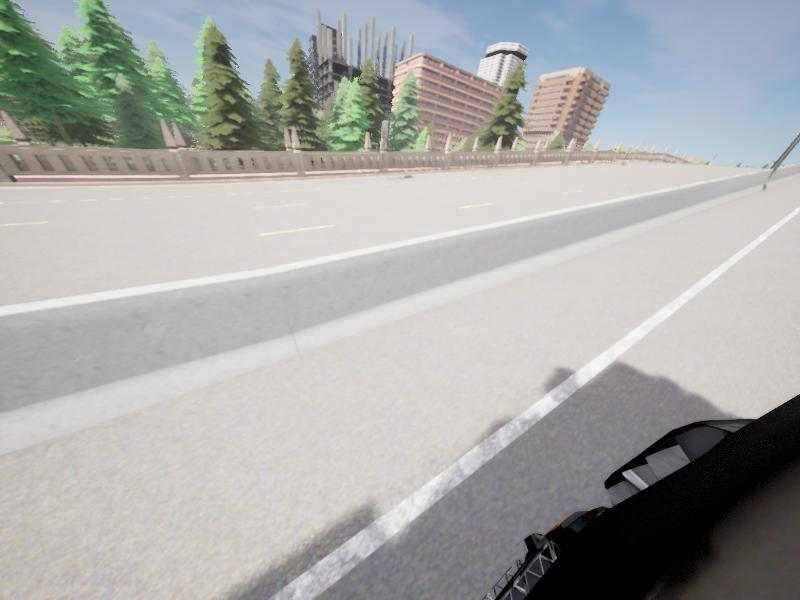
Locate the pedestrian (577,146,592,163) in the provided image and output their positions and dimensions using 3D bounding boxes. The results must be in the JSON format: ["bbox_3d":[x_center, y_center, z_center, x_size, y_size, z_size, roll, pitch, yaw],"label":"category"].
[{"bbox_3d":[26.298,-20.674,32.858,0.751,1.860,0.751,-11,35,-29],"label":"pedestrian"}]
